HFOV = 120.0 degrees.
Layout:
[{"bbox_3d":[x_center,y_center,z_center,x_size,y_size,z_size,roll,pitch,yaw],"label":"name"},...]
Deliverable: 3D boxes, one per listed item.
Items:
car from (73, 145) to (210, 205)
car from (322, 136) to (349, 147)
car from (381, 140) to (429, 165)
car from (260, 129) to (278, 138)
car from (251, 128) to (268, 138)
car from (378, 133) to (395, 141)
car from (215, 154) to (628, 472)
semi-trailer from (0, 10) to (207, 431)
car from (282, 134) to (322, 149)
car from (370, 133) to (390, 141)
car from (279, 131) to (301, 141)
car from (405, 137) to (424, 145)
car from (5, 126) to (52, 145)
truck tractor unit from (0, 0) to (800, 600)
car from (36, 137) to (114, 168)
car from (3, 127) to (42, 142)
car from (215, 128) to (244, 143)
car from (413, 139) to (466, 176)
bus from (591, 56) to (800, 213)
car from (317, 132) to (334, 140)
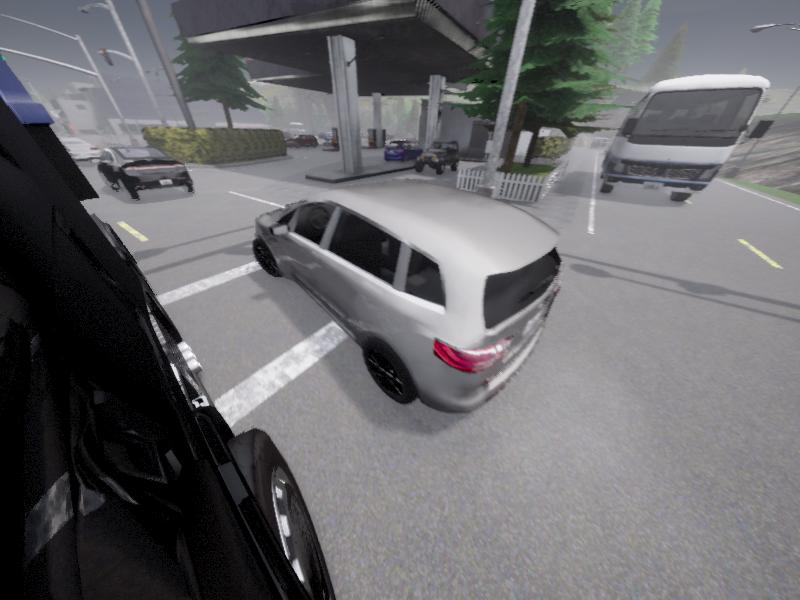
[{"bbox_3d":[-9.766,-4.901,8.720,4.902,1.511,2.128,22,40,28],"label":"car"},{"bbox_3d":[-10.539,-25.989,37.809,1.970,1.475,3.806,23,41,27],"label":"car"},{"bbox_3d":[0.532,-13.808,21.468,2.242,1.667,4.611,23,41,26],"label":"car"},{"bbox_3d":[-35.791,-45.665,63.179,4.605,1.855,1.932,23,41,26],"label":"car"},{"bbox_3d":[-37.096,-44.151,61.030,3.866,1.878,1.905,23,41,26],"label":"car"},{"bbox_3d":[-3.703,-45.252,64.106,4.514,1.523,2.007,23,41,26],"label":"car"},{"bbox_3d":[-0.348,-0.787,3.264,2.242,1.667,4.611,-29,48,-35],"label":"car"},{"bbox_3d":[-9.038,-3.278,3.972,14.254,4.402,2.717,23,42,27],"label":"semi-trailer"},{"bbox_3d":[-14.147,-23.044,33.532,2.033,1.649,4.856,23,41,27],"label":"car"},{"bbox_3d":[-5.435,-43.744,61.969,5.027,1.636,2.152,23,41,26],"label":"car"},{"bbox_3d":[-24.158,-36.027,50.726,4.514,1.523,2.007,23,41,26],"label":"car"},{"bbox_3d":[3.141,-33.710,48.926,1.994,1.385,4.181,23,41,27],"label":"car"},{"bbox_3d":[-44.431,-19.684,27.593,5.027,1.651,2.152,23,41,26],"label":"car"},{"bbox_3d":[-2.645,-0.295,0.351,6.516,4.208,3.053,28,44,30],"label":"truck tractor unit"},{"bbox_3d":[-20.388,-9.250,14.466,4.674,1.442,1.812,18,39,27],"label":"car"},{"bbox_3d":[-50.689,-22.283,31.016,4.974,1.542,2.038,23,41,27],"label":"car"},{"bbox_3d":[-27.169,-26.206,36.812,3.866,1.878,1.905,23,41,26],"label":"car"},{"bbox_3d":[2.745,-9.906,15.920,1.905,1.878,3.866,23,41,26],"label":"car"},{"bbox_3d":[13.402,-8.186,11.907,3.944,4.253,10.273,23,42,27],"label":"bus"},{"bbox_3d":[-18.466,-40.765,57.436,3.633,1.501,1.845,23,41,26],"label":"car"}]
